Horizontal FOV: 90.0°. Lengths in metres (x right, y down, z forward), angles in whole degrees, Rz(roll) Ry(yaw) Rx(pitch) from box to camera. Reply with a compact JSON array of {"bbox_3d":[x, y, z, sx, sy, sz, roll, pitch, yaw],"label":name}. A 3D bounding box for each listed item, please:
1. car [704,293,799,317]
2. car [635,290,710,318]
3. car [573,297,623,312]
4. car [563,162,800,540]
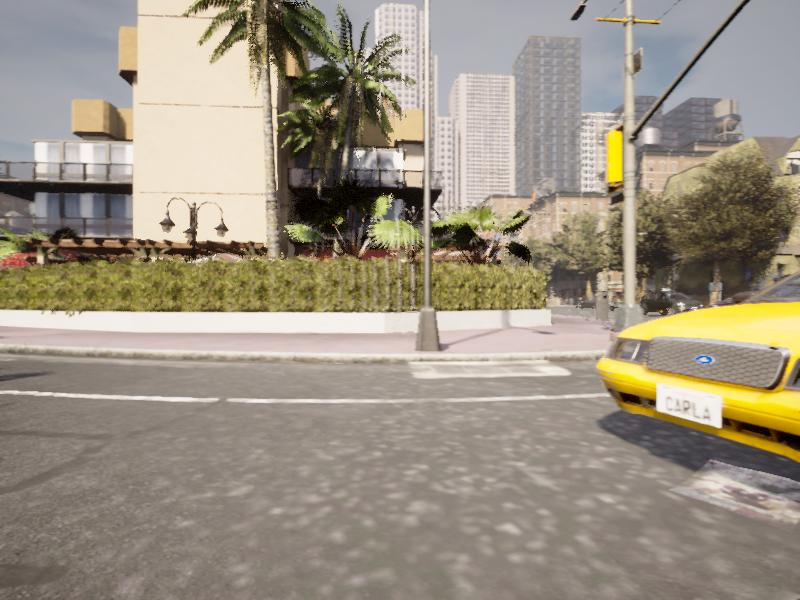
[{"bbox_3d":[23.930,0.316,27.537,2.163,1.488,4.792,0,0,-4],"label":"car"},{"bbox_3d":[17.076,0.251,25.364,1.851,1.617,3.988,0,0,-4],"label":"car"},{"bbox_3d":[19.523,0.394,39.716,2.033,1.411,5.357,0,0,-4],"label":"car"},{"bbox_3d":[4.039,0.211,3.005,5.366,1.575,1.801,0,0,-19],"label":"car"}]
